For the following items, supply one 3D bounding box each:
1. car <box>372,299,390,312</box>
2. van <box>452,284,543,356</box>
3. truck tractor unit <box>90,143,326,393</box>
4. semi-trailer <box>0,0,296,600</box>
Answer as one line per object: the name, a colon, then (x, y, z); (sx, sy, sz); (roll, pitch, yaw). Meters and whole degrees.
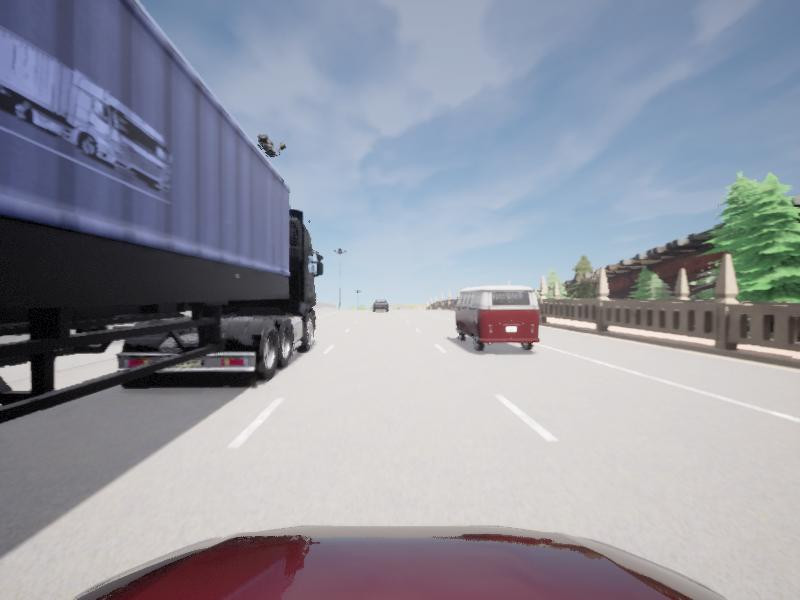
car: (-2.367, 0.630, 49.856); (2.128, 1.511, 4.902); (0, 0, -3)
van: (3.006, 0.540, 13.349); (1.775, 1.987, 4.442); (0, 0, -3)
truck tractor unit: (-3.833, -0.561, 10.052); (3.053, 4.208, 6.516); (0, 1, -3)
semi-trailer: (-3.433, -0.625, 2.148); (2.717, 4.402, 14.254); (0, 0, -3)
